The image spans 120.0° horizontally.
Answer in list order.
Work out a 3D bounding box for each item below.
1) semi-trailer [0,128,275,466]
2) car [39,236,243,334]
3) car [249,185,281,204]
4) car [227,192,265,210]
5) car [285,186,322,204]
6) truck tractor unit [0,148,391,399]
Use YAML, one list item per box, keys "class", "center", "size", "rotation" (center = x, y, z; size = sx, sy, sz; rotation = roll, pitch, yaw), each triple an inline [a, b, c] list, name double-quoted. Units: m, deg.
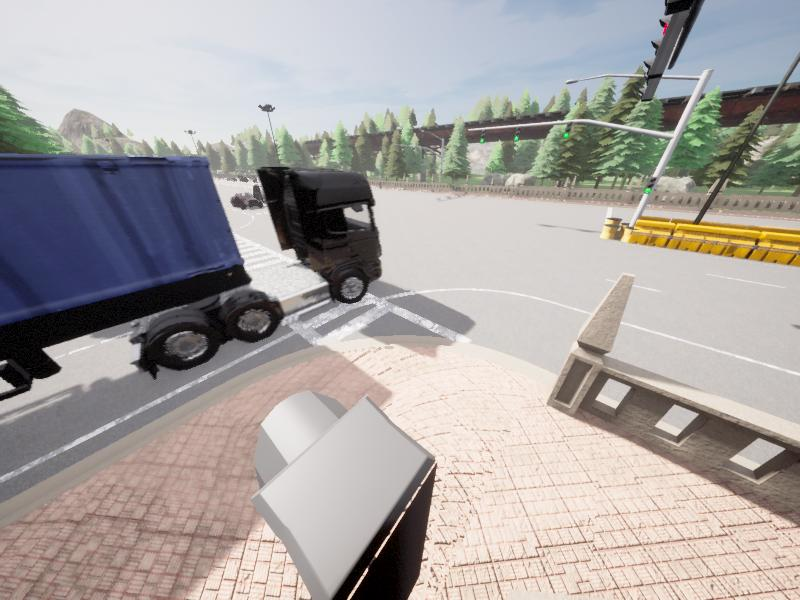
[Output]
- class: "semi-trailer"
  center: [-9.084, 1.314, 1.309]
  size: [2.717, 4.402, 14.254]
  rotation: [23, 37, 34]
- class: "car"
  center: [-8.144, -0.817, 7.813]
  size: [1.851, 1.617, 3.988]
  rotation: [22, 37, 33]
- class: "car"
  center: [-17.521, -13.791, 30.001]
  size: [3.866, 1.878, 1.905]
  rotation: [23, 37, 34]
- class: "car"
  center: [-17.466, -11.248, 26.120]
  size: [4.181, 1.385, 1.994]
  rotation: [23, 37, 34]
- class: "car"
  center: [-12.791, -13.966, 30.573]
  size: [5.027, 1.651, 2.152]
  rotation: [23, 37, 34]
- class: "truck tractor unit"
  center: [-3.763, -1.524, 6.416]
  size: [6.516, 4.208, 3.053]
  rotation: [-25, 39, -36]
